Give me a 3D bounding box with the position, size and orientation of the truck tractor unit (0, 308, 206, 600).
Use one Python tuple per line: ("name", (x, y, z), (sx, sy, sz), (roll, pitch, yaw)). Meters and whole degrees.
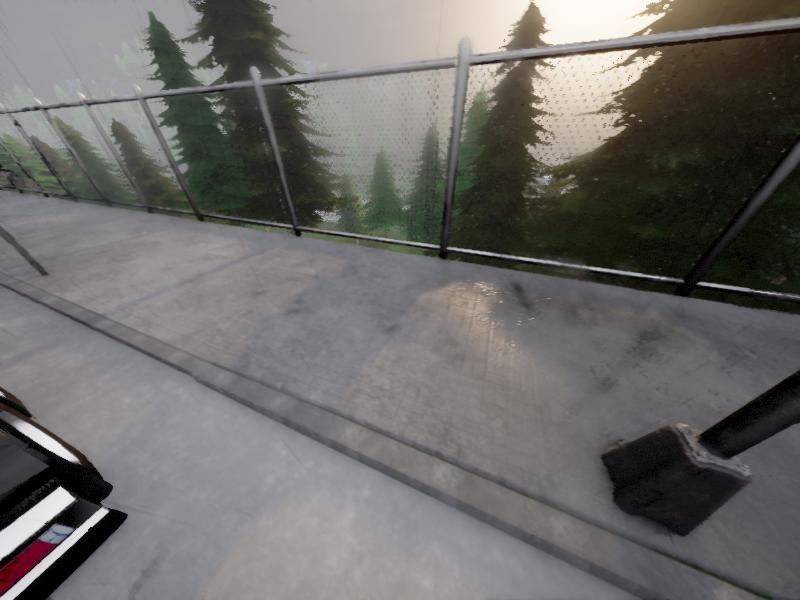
("truck tractor unit", (-5.226, -0.165, 0.593), (6.516, 4.208, 3.053), (13, 37, 18))
